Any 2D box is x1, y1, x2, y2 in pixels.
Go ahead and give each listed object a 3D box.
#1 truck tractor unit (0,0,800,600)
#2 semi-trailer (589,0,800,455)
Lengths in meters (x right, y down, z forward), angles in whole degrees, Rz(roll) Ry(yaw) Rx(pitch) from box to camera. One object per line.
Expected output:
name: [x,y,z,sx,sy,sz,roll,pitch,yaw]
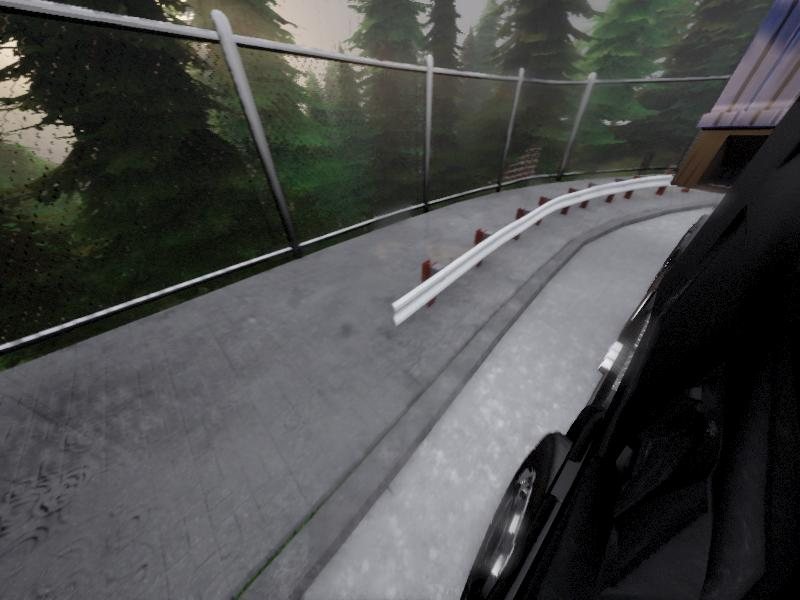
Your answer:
truck tractor unit: [2.645,-0.295,0.351,6.516,4.208,3.053,-28,44,-30]
semi-trailer: [10.075,-1.658,1.522,14.254,4.402,2.717,-5,36,-2]
